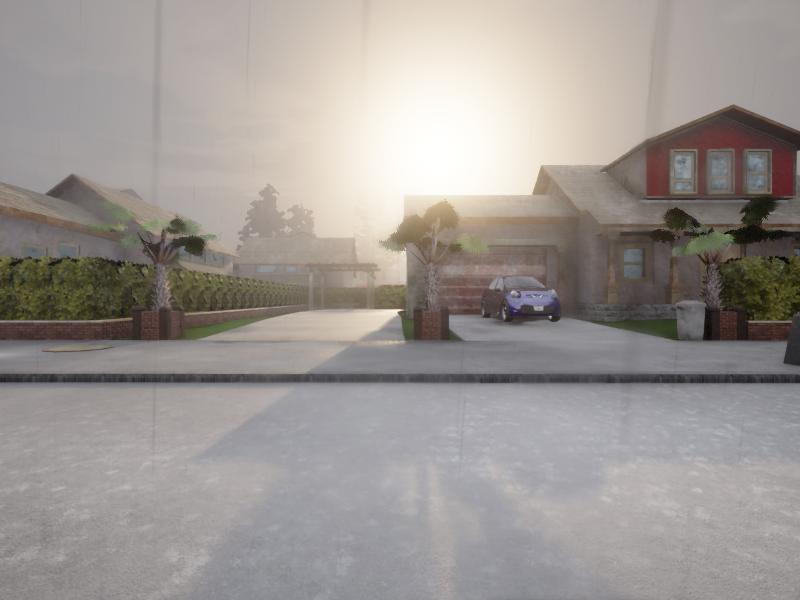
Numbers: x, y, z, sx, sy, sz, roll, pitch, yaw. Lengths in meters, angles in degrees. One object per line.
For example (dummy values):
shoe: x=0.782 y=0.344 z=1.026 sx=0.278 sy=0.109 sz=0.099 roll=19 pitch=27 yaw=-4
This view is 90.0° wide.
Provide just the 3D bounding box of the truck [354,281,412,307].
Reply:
truck: x=-2.477 y=-0.921 z=60.272 sx=8.468 sy=3.827 sz=2.891 roll=0 pitch=0 yaw=0

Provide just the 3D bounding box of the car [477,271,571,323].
car: x=3.891 y=-0.082 z=13.247 sx=1.845 sy=1.501 sz=3.633 roll=0 pitch=0 yaw=-3
